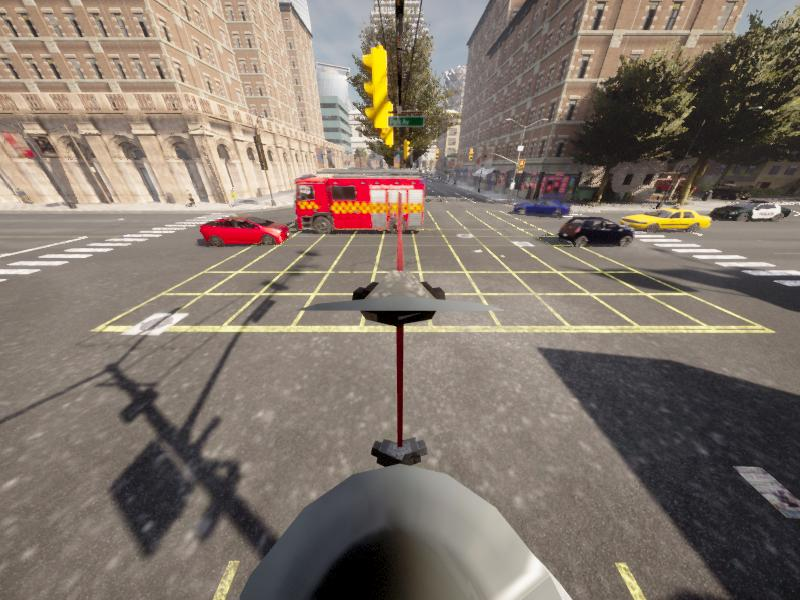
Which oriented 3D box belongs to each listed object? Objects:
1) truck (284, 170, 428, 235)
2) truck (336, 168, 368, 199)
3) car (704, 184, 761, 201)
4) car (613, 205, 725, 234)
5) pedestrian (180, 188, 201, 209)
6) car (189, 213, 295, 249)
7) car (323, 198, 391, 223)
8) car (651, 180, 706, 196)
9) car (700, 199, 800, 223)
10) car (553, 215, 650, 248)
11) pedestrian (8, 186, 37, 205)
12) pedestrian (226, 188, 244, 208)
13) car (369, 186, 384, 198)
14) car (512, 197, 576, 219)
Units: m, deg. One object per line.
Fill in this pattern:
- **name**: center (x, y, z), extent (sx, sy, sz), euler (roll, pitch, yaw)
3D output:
- **truck**: center (-2.590, -6.741, 15.855), extent (8.468, 3.827, 2.891), euler (0, 30, 0)
- **truck**: center (-7.080, -18.109, 35.546), extent (2.891, 3.827, 8.468), euler (0, 30, 0)
- **car**: center (45.912, -14.984, 32.067), extent (1.905, 1.878, 3.866), euler (1, 30, 2)
- **car**: center (18.815, -5.743, 16.370), extent (5.366, 1.575, 1.801), euler (-1, 30, -2)
- **pedestrian**: center (-21.906, -10.635, 24.212), extent (0.751, 1.860, 0.751), euler (4, 30, 7)
- **car**: center (-9.023, -4.145, 13.657), extent (4.514, 1.525, 2.007), euler (-3, 30, -5)
- **car**: center (-3.457, -7.541, 19.425), extent (5.238, 1.638, 1.930), euler (0, 30, 0)
- **car**: center (46.025, -18.776, 38.481), extent (2.150, 2.045, 5.566), euler (0, 30, 0)
- **car**: center (29.527, -7.568, 19.583), extent (4.974, 1.542, 2.038), euler (-1, 30, -1)
- **car**: center (11.459, -4.013, 13.426), extent (3.633, 1.501, 1.845), euler (0, 30, 0)
- **pedestrian**: center (-43.375, -11.992, 26.563), extent (0.751, 1.860, 0.751), euler (3, 30, 5)
- **pedestrian**: center (-17.424, -10.741, 24.396), extent (0.751, 1.860, 0.751), euler (0, 30, 0)
- **car**: center (-3.577, -16.711, 35.654), extent (1.895, 1.301, 4.718), euler (0, 30, 0)
- **car**: center (13.275, -8.656, 21.554), extent (4.674, 1.442, 1.812), euler (15, 33, 24)
